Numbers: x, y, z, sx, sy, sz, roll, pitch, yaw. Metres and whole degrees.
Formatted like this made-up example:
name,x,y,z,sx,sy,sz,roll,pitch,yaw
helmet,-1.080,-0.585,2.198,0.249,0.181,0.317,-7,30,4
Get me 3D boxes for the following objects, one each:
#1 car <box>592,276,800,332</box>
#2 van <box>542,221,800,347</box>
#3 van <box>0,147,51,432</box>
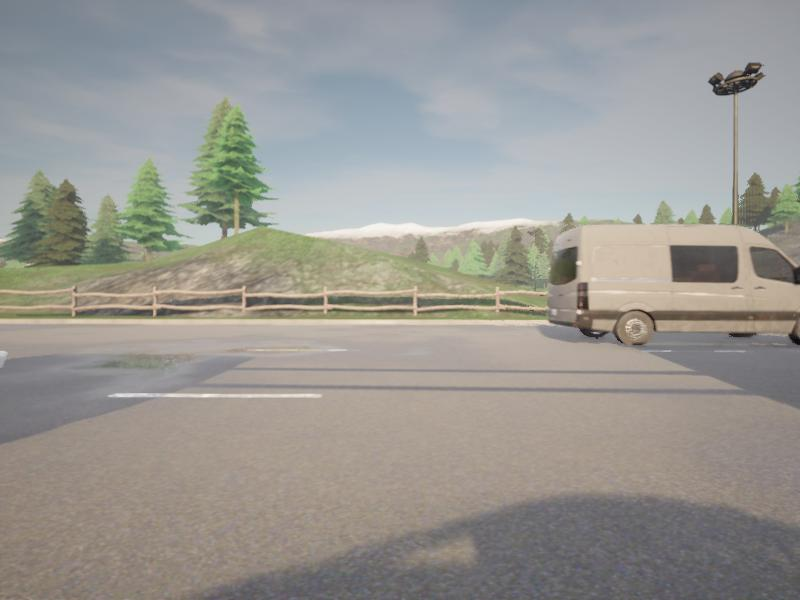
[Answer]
name,x,y,z,sx,sy,sz,roll,pitch,yaw
car,9.166,0.121,12.649,5.238,1.638,1.930,0,0,0
van,6.563,-0.320,9.157,5.915,2.561,1.988,0,0,0
van,-5.103,-0.065,2.243,4.480,2.038,2.069,0,0,0
